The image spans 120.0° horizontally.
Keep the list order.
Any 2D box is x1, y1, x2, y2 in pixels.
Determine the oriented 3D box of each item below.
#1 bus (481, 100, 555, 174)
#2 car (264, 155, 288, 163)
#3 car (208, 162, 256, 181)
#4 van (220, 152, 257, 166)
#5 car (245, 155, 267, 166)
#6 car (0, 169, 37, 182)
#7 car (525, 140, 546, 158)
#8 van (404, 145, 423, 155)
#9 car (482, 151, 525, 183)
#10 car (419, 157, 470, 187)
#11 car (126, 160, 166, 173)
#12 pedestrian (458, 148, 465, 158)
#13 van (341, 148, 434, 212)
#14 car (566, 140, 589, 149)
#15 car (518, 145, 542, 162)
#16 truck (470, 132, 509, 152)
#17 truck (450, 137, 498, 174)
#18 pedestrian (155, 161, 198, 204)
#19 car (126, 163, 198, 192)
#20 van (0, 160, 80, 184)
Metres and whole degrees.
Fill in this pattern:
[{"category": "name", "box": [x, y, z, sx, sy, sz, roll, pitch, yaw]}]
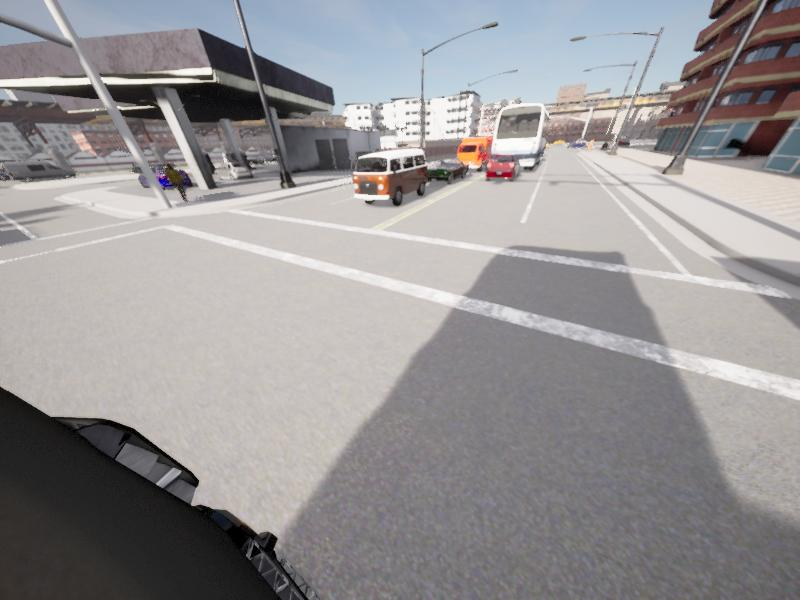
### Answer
[{"category": "bus", "box": [10.766, -14.190, 20.564, 3.944, 4.253, 10.273, 16, 38, 25]}, {"category": "car", "box": [-33.267, -37.984, 62.065, 5.357, 1.411, 2.033, -21, 38, -25]}, {"category": "car", "box": [-16.465, -12.633, 22.659, 3.806, 1.475, 1.970, 16, 38, 26]}, {"category": "van", "box": [-37.940, -33.347, 54.535, 2.351, 2.431, 6.366, 23, 42, 33]}, {"category": "car", "box": [-30.990, -30.063, 49.813, 1.930, 1.638, 5.238, -6, 34, -4]}, {"category": "car", "box": [-62.980, -20.284, 37.600, 1.789, 1.549, 3.705, 16, 38, 26]}, {"category": "car", "box": [20.297, -22.705, 34.605, 2.150, 2.045, 5.566, 14, 37, 24]}, {"category": "van", "box": [3.681, -40.961, 63.215, 4.480, 2.038, 2.069, 13, 37, 22]}, {"category": "car", "box": [6.919, -8.856, 15.309, 1.845, 1.501, 3.633, 15, 38, 25]}, {"category": "car", "box": [3.156, -8.865, 15.813, 1.895, 1.301, 4.718, 15, 38, 25]}, {"category": "car", "box": [-49.392, -26.076, 45.074, 2.097, 1.767, 4.553, 16, 38, 26]}, {"category": "pedestrian", "box": [10.127, -24.301, 38.111, 0.751, 1.300, 0.751, 18, 39, 28]}, {"category": "van", "box": [-0.263, -5.712, 10.670, 2.069, 2.038, 4.480, 15, 38, 25]}, {"category": "car", "box": [39.567, -34.663, 51.633, 3.806, 1.475, 1.970, 16, 38, 26]}, {"category": "car", "box": [16.416, -18.524, 29.094, 2.038, 1.542, 4.974, 15, 37, 24]}, {"category": "truck", "box": [23.117, -40.835, 59.959, 8.468, 3.827, 2.891, 16, 38, 26]}, {"category": "truck", "box": [6.682, -13.017, 20.716, 2.627, 2.467, 5.204, 15, 38, 25]}, {"category": "pedestrian", "box": [-11.328, -5.978, 11.745, 0.751, 1.860, 0.751, 23, 41, 33]}, {"category": "car", "box": [-18.685, -9.718, 18.166, 4.611, 1.667, 2.242, 16, 38, 26]}, {"category": "van", "box": [-52.949, -19.029, 34.108, 1.988, 2.561, 5.915, 16, 38, 26]}]
